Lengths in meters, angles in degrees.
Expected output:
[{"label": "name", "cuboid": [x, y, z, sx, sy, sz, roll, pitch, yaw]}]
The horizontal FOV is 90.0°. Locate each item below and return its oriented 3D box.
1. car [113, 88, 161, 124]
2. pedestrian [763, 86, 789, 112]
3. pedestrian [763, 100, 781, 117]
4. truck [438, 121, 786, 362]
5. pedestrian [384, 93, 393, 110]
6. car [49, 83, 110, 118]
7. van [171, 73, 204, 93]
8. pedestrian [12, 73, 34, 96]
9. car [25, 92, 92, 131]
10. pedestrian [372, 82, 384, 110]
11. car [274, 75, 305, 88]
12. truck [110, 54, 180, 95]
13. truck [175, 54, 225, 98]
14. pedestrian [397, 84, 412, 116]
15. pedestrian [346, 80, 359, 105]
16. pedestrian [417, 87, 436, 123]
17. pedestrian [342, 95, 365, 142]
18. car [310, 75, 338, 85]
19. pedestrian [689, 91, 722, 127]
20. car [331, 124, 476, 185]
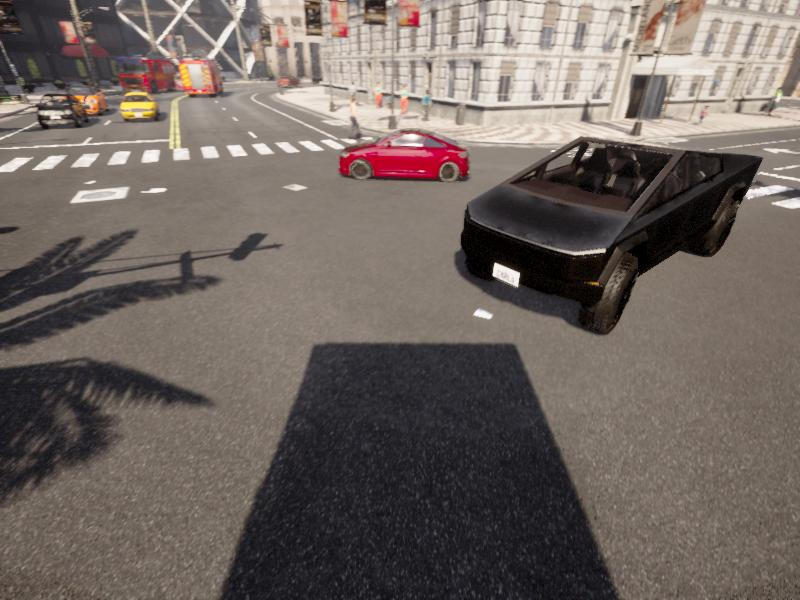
[{"label": "car", "cuboid": [-16.267, -12.198, 24.984, 1.801, 1.575, 5.366, -13, 33, -23]}, {"label": "pedestrian", "cuboid": [31.867, -17.051, 33.940, 0.751, 1.860, 0.751, -5, 31, -10]}, {"label": "pedestrian", "cuboid": [27.948, -14.402, 30.048, 0.500, 1.100, 0.500, -14, 34, -24]}, {"label": "truck", "cuboid": [3.800, -1.607, 6.827, 6.274, 2.098, 2.390, -22, 37, -34]}, {"label": "pedestrian", "cuboid": [-0.868, -15.147, 30.571, 0.500, 1.100, 0.500, -13, 33, -23]}, {"label": "car", "cuboid": [-21.131, -13.354, 26.627, 2.097, 1.767, 4.553, -13, 33, -23]}, {"label": "van", "cuboid": [-25.842, -26.469, 48.811, 1.775, 1.987, 4.442, -1, 30, -3]}, {"label": "pedestrian", "cuboid": [-35.451, -20.234, 37.636, 0.751, 1.860, 0.751, -6, 31, -12]}, {"label": "car", "cuboid": [-18.351, -10.305, 21.708, 1.789, 1.549, 3.705, -13, 33, -23]}, {"label": "pedestrian", "cuboid": [-1.672, -15.675, 30.701, 0.751, 1.860, 0.751, -7, 31, -14]}, {"label": "car", "cuboid": [-17.234, -34.213, 62.679, 2.152, 1.651, 5.027, 9, 31, 14]}, {"label": "truck", "cuboid": [-29.205, -26.247, 46.514, 2.891, 3.827, 8.468, -2, 30, -5]}, {"label": "truck", "cuboid": [-21.701, -24.680, 44.022, 2.891, 3.827, 8.468, -7, 31, -13]}, {"label": "pedestrian", "cuboid": [0.273, -13.428, 26.897, 0.751, 1.860, 0.751, -12, 33, -21]}, {"label": "pedestrian", "cuboid": [-3.992, -17.526, 33.815, 0.751, 1.860, 0.751, -13, 33, -22]}, {"label": "pedestrian", "cuboid": [1.558, -11.584, 23.768, 0.751, 1.860, 0.751, -19, 36, -30]}, {"label": "pedestrian", "cuboid": [-2.146, -8.405, 18.520, 0.751, 1.860, 0.751, -14, 33, -24]}, {"label": "car", "cuboid": [-13.995, -40.481, 73.635, 1.837, 1.490, 4.892, 27, 39, 37]}, {"label": "pedestrian", "cuboid": [18.203, -11.373, 23.842, 0.751, 1.860, 0.751, -14, 34, -24]}, {"label": "car", "cuboid": [0.150, -4.673, 12.715, 4.181, 1.385, 1.994, 3, 30, 3]}]
